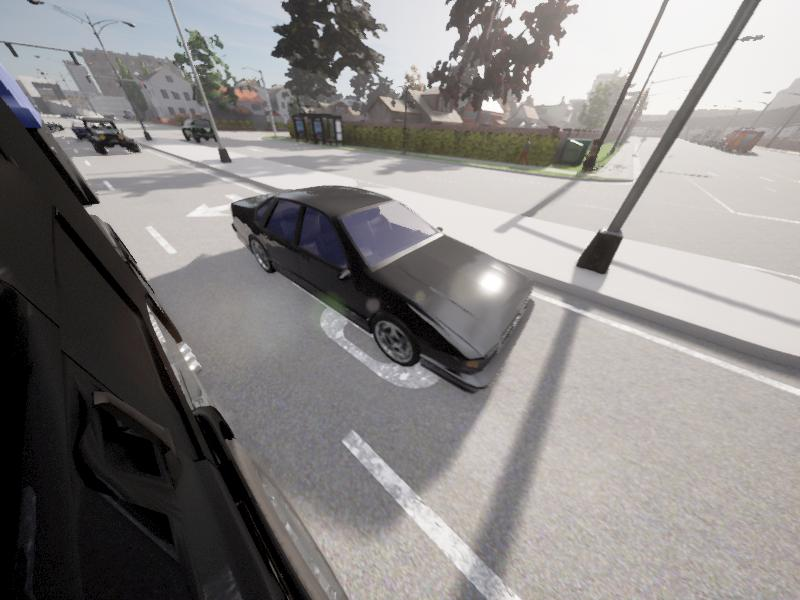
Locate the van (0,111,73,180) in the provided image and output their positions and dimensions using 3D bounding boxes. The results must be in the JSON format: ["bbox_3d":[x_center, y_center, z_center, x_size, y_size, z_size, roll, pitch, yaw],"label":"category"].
[{"bbox_3d":[-16.331,-6.606,9.696,4.480,2.038,2.069,28,44,29],"label":"van"}]

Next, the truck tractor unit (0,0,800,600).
[{"bbox_3d":[-2.645,-0.295,0.351,6.516,4.208,3.053,28,44,30],"label":"truck tractor unit"}]

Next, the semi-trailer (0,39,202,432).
[{"bbox_3d":[-8.727,-3.591,4.188,14.254,4.402,2.717,28,44,29],"label":"semi-trailer"}]

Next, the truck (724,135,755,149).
[{"bbox_3d":[81.856,-38.221,55.815,2.627,2.467,5.204,28,45,29],"label":"truck"}]

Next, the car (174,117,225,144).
[{"bbox_3d":[-21.770,-18.395,25.060,5.566,2.045,2.150,28,43,29],"label":"car"}]

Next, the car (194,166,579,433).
[{"bbox_3d":[-0.768,-0.894,3.632,5.357,1.411,2.033,28,43,29],"label":"car"}]

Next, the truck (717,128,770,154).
[{"bbox_3d":[67.148,-31.503,45.471,2.891,3.827,8.468,28,45,29],"label":"truck"}]

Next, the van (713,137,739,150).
[{"bbox_3d":[73.608,-35.472,52.303,2.069,2.038,4.480,28,45,29],"label":"van"}]

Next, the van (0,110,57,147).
[{"bbox_3d":[-27.845,-12.644,17.007,4.480,2.038,2.069,27,43,30],"label":"van"}]

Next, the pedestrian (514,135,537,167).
[{"bbox_3d":[9.223,-10.960,17.017,0.751,1.860,0.751,26,43,28],"label":"pedestrian"}]

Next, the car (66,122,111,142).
[{"bbox_3d":[-30.107,-16.247,22.280,4.718,1.301,1.895,28,43,29],"label":"car"}]

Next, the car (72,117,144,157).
[{"bbox_3d":[-19.044,-10.687,15.088,3.866,1.878,1.905,28,43,29],"label":"car"}]

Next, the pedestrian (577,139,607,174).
[{"bbox_3d":[12.682,-9.525,15.327,0.751,1.860,0.751,20,40,21],"label":"pedestrian"}]

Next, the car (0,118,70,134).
[{"bbox_3d":[-41.905,-19.871,26.348,1.895,1.301,4.718,28,43,29],"label":"car"}]
